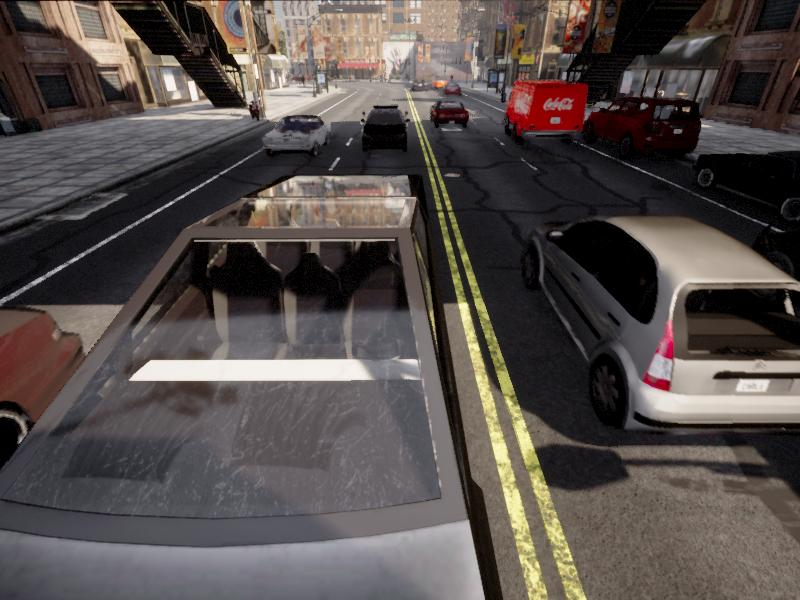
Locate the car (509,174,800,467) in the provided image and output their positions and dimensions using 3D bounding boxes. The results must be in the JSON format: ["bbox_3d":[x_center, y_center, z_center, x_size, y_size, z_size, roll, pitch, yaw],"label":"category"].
[{"bbox_3d":[2.818,-0.237,4.828,1.851,1.617,3.988,0,30,0],"label":"car"}]

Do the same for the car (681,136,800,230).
[{"bbox_3d":[9.501,-2.959,9.777,1.895,1.301,4.718,0,30,0],"label":"car"}]

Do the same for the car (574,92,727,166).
[{"bbox_3d":[9.443,-7.005,15.980,2.435,2.045,5.566,0,30,0],"label":"car"}]

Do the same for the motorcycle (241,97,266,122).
[{"bbox_3d":[-9.059,-11.831,24.759,0.856,1.236,1.805,-17,34,-26],"label":"motorcycle"}]

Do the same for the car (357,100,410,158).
[{"bbox_3d":[-0.614,-7.512,17.261,1.930,1.638,5.238,0,30,0],"label":"car"}]

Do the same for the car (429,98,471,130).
[{"bbox_3d":[2.873,-11.250,23.998,1.895,1.301,4.718,0,30,0],"label":"car"}]

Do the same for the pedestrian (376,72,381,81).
[{"bbox_3d":[-4.903,-50.063,89.573,0.751,1.860,0.751,19,36,30],"label":"pedestrian"}]

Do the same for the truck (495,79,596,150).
[{"bbox_3d":[6.378,-8.737,18.524,2.627,2.467,5.204,0,30,0],"label":"truck"}]

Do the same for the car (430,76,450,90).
[{"bbox_3d":[5.985,-32.966,60.697,2.097,1.767,4.553,-4,30,-6],"label":"car"}]

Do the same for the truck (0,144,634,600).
[{"bbox_3d":[-0.709,0.187,3.679,2.390,2.098,6.274,0,30,0],"label":"truck"}]

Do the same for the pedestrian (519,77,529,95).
[{"bbox_3d":[14.085,-24.260,45.351,0.751,1.860,0.751,4,31,7],"label":"pedestrian"}]

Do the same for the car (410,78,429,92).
[{"bbox_3d":[2.730,-31.356,58.194,2.242,1.667,4.611,-2,30,-3],"label":"car"}]

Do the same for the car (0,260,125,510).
[{"bbox_3d":[-4.198,1.574,1.951,2.033,1.411,5.357,0,30,0],"label":"car"}]

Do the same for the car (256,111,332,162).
[{"bbox_3d":[-4.115,-6.801,16.391,1.895,1.301,4.718,0,30,0],"label":"car"}]

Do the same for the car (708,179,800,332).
[{"bbox_3d":[6.316,0.082,4.358,2.038,1.542,4.974,0,31,0],"label":"car"}]

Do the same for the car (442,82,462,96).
[{"bbox_3d":[6.311,-25.883,48.978,1.994,1.385,4.181,0,30,0],"label":"car"}]
